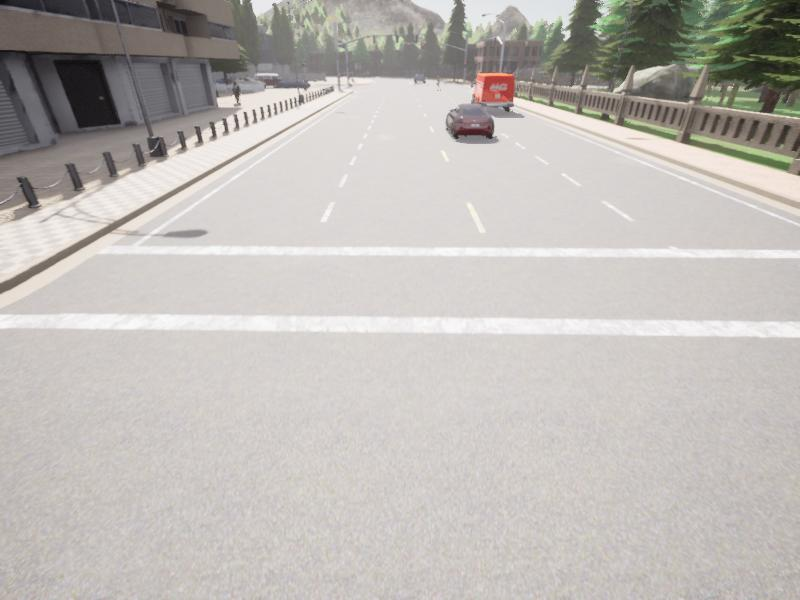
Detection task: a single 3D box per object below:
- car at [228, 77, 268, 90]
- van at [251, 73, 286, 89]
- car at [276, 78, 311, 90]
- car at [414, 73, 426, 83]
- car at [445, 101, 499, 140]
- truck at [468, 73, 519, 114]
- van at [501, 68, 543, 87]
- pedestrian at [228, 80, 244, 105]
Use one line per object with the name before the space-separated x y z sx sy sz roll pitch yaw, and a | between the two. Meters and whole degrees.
car | -22.645 -32.372 59.796 5.027 1.651 2.152 0 30 0
van | -20.582 -34.328 62.700 4.480 2.038 2.069 0 30 0
car | -15.845 -32.291 59.784 4.674 1.442 1.812 1 30 1
car | 3.904 -44.542 80.351 2.152 1.651 5.027 0 30 0
car | 3.507 -9.180 20.312 1.994 1.385 4.181 0 30 0
truck | 7.006 -15.947 30.736 2.627 2.467 5.204 0 30 0
van | 19.954 -36.459 65.544 5.915 2.561 1.988 0 30 0
pedestrian | -13.903 -17.632 34.007 0.751 1.860 0.751 -4 31 -7
